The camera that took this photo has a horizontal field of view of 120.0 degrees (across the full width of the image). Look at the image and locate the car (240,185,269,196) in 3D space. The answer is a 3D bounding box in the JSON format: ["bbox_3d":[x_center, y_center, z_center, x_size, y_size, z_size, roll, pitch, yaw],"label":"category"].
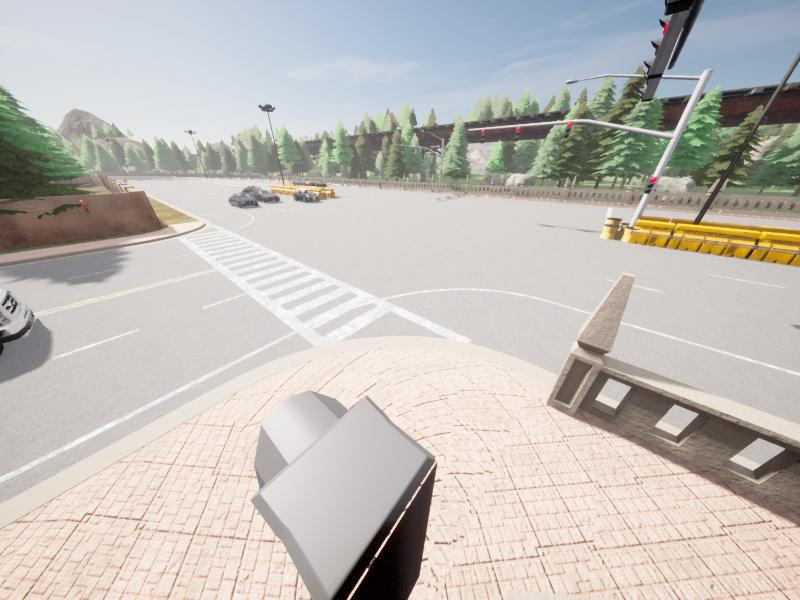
[{"bbox_3d":[-23.864,-18.039,37.882,4.181,1.385,1.994,16,34,26],"label":"car"}]

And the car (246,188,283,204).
[{"bbox_3d":[-17.896,-13.735,30.402,5.357,1.411,2.033,23,37,34],"label":"car"}]

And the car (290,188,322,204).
[{"bbox_3d":[-12.344,-13.712,30.279,3.806,1.475,1.970,23,37,34],"label":"car"}]

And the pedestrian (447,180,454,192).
[{"bbox_3d":[8.727,-19.861,40.193,0.751,1.860,0.751,24,38,35],"label":"pedestrian"}]

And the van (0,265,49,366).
[{"bbox_3d":[-11.872,1.095,3.681,2.351,2.431,6.366,23,37,34],"label":"van"}]

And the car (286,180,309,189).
[{"bbox_3d":[-21.775,-24.606,49.117,4.902,1.511,2.128,23,37,34],"label":"car"}]

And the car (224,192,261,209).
[{"bbox_3d":[-18.176,-11.550,26.643,4.181,1.385,1.994,23,37,34],"label":"car"}]

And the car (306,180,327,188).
[{"bbox_3d":[-18.360,-25.361,50.636,4.718,1.301,1.895,23,37,34],"label":"car"}]
